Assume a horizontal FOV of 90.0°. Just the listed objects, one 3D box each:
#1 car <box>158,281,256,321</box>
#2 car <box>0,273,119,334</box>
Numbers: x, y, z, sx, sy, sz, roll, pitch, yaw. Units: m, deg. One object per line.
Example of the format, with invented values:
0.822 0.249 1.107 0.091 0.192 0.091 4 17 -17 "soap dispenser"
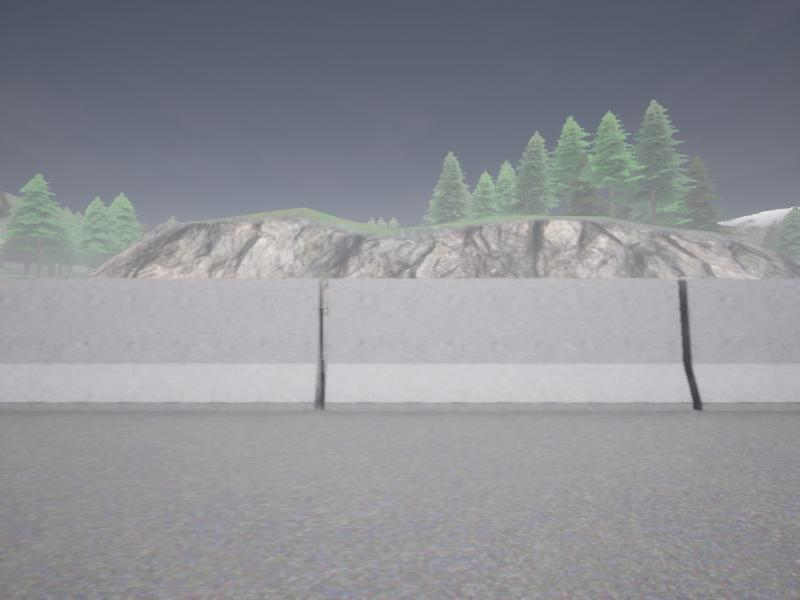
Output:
-9.383 0.045 19.701 3.866 1.878 1.905 0 0 0 "car"
-11.938 0.095 12.700 4.553 1.767 2.097 0 0 0 "car"
